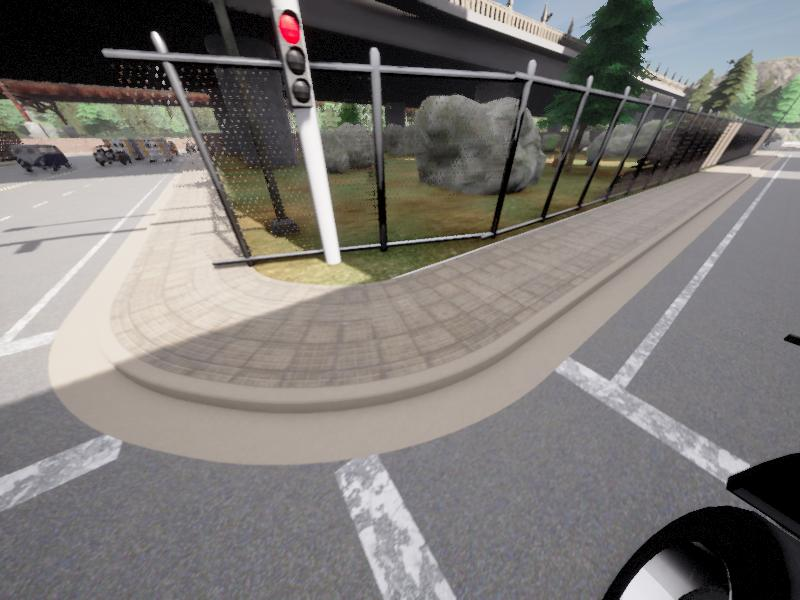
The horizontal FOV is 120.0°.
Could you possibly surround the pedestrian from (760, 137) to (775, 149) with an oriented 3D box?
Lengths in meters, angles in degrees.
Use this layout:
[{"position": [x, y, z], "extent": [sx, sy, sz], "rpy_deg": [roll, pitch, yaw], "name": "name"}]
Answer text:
[{"position": [71.734, -30.592, 45.071], "extent": [0.751, 1.860, 0.751], "rpy_deg": [-28, 44, -33], "name": "pedestrian"}]
